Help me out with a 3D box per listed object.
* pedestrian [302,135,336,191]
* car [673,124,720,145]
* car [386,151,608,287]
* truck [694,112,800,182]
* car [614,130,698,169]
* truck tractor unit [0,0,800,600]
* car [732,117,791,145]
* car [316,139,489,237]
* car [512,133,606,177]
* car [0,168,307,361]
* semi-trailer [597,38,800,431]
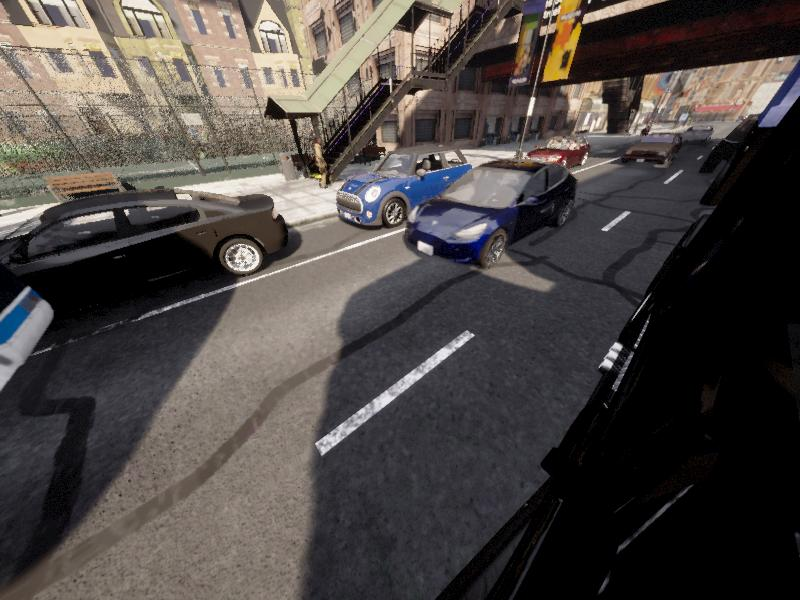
[{"bbox_3d":[-3.241,-5.514,9.336,0.751,1.860,0.751,-20,40,-22],"label":"pedestrian"},{"bbox_3d":[27.292,-15.242,21.260,4.718,1.301,1.895,-28,44,-30],"label":"car"},{"bbox_3d":[2.300,-2.269,5.285,4.792,1.488,2.163,-28,44,-30],"label":"car"},{"bbox_3d":[16.105,-7.029,10.348,6.274,2.098,2.390,-27,43,-30],"label":"truck"},{"bbox_3d":[14.724,-8.749,13.264,5.357,1.411,2.033,-27,43,-29],"label":"car"},{"bbox_3d":[2.645,-0.295,0.352,6.516,4.208,3.053,-28,44,-30],"label":"truck tractor unit"},{"bbox_3d":[30.212,-14.193,19.398,5.238,1.638,1.930,-28,44,-29],"label":"car"},{"bbox_3d":[0.265,-3.690,7.048,4.553,1.767,2.185,-28,44,-30],"label":"car"},{"bbox_3d":[8.581,-7.935,12.428,4.892,1.521,2.231,-28,44,-30],"label":"car"},{"bbox_3d":[-4.585,-0.927,3.860,5.008,1.535,2.097,-28,44,-30],"label":"car"},{"bbox_3d":[8.728,-3.583,4.202,14.254,4.402,2.717,-28,44,-29],"label":"semi-trailer"}]
